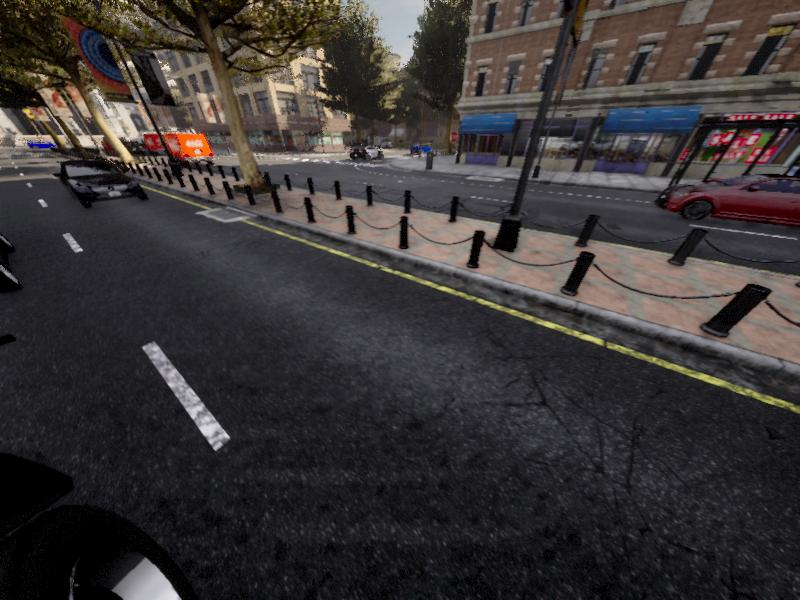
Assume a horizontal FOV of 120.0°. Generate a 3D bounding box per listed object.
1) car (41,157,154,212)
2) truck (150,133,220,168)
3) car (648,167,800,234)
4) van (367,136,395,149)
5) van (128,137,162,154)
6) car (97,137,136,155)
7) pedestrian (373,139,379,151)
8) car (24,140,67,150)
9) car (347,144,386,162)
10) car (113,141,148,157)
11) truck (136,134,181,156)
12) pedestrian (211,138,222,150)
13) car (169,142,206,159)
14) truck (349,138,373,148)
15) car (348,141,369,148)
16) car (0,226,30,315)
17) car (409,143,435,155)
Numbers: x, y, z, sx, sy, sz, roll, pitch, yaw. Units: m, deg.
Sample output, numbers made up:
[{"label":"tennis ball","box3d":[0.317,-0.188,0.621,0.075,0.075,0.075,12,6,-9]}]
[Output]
[{"label":"car","box3d":[-12.624,-4.979,9.620,4.674,1.442,1.812,22,41,28]},{"label":"truck","box3d":[-19.816,-13.941,21.389,5.204,2.467,2.627,22,41,28]},{"label":"car","box3d":[11.402,-3.313,7.516,4.181,1.385,1.994,22,41,28]},{"label":"van","box3d":[-4.460,-36.813,54.013,6.366,2.431,2.351,22,41,28]},{"label":"van","box3d":[-40.674,-24.661,36.807,4.480,2.038,2.069,22,41,28]},{"label":"car","box3d":[-41.382,-22.479,33.699,5.566,2.045,2.150,23,41,29]},{"label":"pedestrian","box3d":[-4.416,-28.563,42.490,0.751,1.860,0.751,-27,43,-33]},{"label":"car","box3d":[-66.447,-29.098,43.375,1.816,1.474,4.193,22,41,28]},{"label":"car","box3d":[-3.829,-17.614,27.542,2.038,1.542,4.974,16,38,21]},{"label":"car","box3d":[-35.814,-20.064,30.697,3.988,1.617,1.851,22,41,28]},{"label":"truck","box3d":[-34.827,-22.470,33.369,5.204,2.467,2.627,22,41,28]},{"label":"pedestrian","box3d":[-33.929,-28.944,42.790,0.751,1.860,0.751,20,40,25]},{"label":"car","box3d":[-26.770,-18.886,29.101,3.988,1.617,1.851,22,40,27]},{"label":"truck","box3d":[-10.330,-41.506,60.911,6.274,2.098,2.390,22,41,28]},{"label":"car","box3d":[-10.217,-38.761,57.526,4.902,1.511,2.128,22,41,28]},{"label":"car","box3d":[-8.525,-0.903,3.823,4.892,1.490,1.837,22,41,27]},{"label":"car","box3d":[3.532,-24.151,36.879,1.882,1.535,5.008,21,40,27]}]
